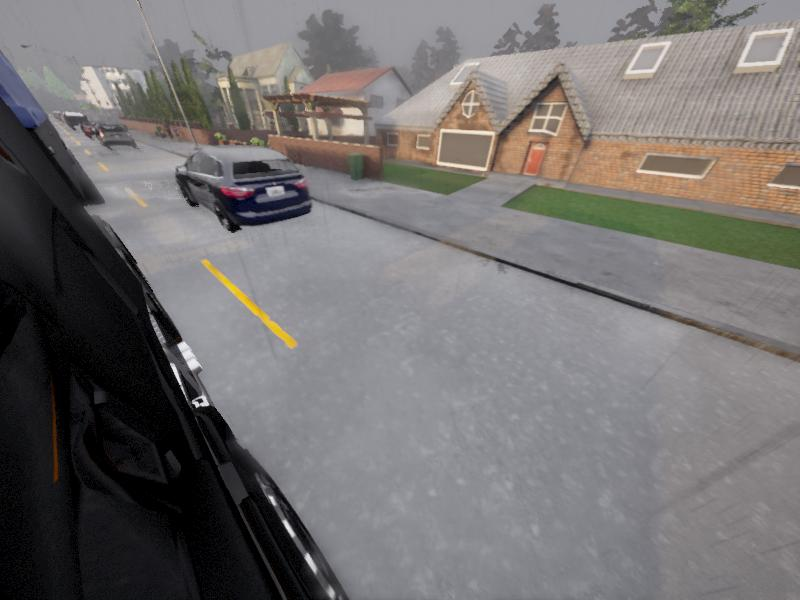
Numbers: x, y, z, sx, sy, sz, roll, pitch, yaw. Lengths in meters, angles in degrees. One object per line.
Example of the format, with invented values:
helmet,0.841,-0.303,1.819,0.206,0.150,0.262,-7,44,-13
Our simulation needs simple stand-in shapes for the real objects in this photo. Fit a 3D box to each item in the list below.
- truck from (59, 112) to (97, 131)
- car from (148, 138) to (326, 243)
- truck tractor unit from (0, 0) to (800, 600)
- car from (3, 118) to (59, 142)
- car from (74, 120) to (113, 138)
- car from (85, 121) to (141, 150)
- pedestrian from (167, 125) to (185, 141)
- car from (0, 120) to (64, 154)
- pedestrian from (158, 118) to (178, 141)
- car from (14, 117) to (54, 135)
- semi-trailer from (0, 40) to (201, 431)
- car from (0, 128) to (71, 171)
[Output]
truck,-49.376,-27.410,35.380,6.274,2.098,2.390,28,44,30
car,-4.541,-3.374,6.478,4.611,1.667,2.242,28,44,30
truck tractor unit,-2.645,-0.295,0.351,6.516,4.208,3.053,28,44,30
car,-32.676,-15.168,20.567,4.514,1.525,2.007,28,44,30
car,-33.709,-18.814,25.415,4.193,1.474,1.816,28,44,30
car,-22.531,-12.923,18.144,3.988,1.617,1.851,28,44,30
pedestrian,-23.659,-17.644,24.422,0.751,1.300,0.751,-15,40,-22
car,-24.563,-10.850,15.314,4.514,1.525,2.007,28,44,30
pedestrian,-24.175,-17.755,24.070,0.751,1.860,0.751,-26,46,-33
car,-40.774,-19.444,25.809,4.193,1.474,1.816,28,44,30
semi-trailer,-8.681,-3.617,4.246,14.254,4.402,2.717,28,44,30
car,-18.265,-7.437,11.287,4.181,1.385,1.994,28,44,30
